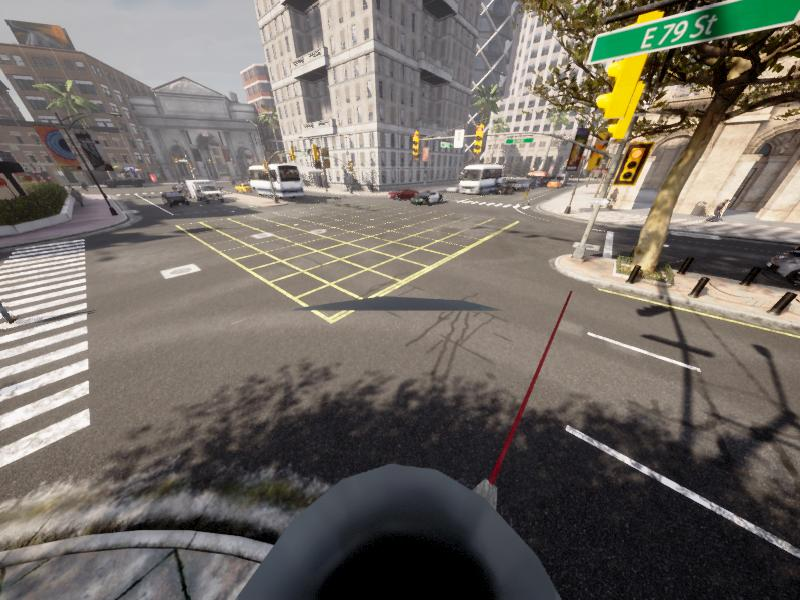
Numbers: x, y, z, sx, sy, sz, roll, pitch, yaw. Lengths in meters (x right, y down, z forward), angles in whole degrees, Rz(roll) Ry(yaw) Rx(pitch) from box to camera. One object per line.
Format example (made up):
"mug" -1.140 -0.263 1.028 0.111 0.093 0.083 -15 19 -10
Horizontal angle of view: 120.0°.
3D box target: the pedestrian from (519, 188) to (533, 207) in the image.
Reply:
"pedestrian" 14.234 -11.558 26.115 0.751 1.860 0.751 20 36 31

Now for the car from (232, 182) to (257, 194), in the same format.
"car" -27.676 -20.013 41.088 5.366 1.575 1.801 23 37 34

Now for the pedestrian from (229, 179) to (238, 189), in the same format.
"pedestrian" -34.329 -24.004 47.673 0.751 1.860 0.751 17 34 27

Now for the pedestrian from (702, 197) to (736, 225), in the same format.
"pedestrian" 24.245 -6.795 17.562 0.751 1.860 0.751 -18 35 -29

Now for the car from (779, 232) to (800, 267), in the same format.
"car" 20.631 -1.829 9.804 4.181 1.385 1.994 23 37 34

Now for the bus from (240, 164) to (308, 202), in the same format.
"bus" -18.341 -17.153 33.459 10.273 4.253 3.944 23 37 34

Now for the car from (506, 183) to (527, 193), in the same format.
"car" 21.378 -20.487 42.194 1.895 1.301 4.718 23 37 34

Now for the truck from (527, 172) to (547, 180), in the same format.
"truck" 48.390 -43.975 81.700 5.204 2.467 2.627 23 37 34

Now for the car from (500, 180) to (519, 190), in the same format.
"car" 22.866 -24.171 48.345 2.007 1.525 4.514 23 37 34

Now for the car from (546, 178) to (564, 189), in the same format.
"car" 33.211 -24.960 49.443 2.097 1.767 4.553 23 37 34

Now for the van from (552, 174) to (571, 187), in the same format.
"van" 37.843 -28.026 54.010 1.988 2.561 5.915 23 37 34

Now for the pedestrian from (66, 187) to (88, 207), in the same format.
"pedestrian" -35.306 -11.248 25.274 0.751 1.860 0.751 23 37 34

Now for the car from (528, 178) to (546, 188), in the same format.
"car" 30.644 -26.106 51.601 2.152 1.651 5.027 23 37 34

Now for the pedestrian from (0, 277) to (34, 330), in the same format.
"pedestrian" -11.478 -0.132 6.326 0.751 1.860 0.751 26 39 37

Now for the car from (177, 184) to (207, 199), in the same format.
"car" -31.092 -16.241 34.507 4.856 1.649 2.033 23 37 34

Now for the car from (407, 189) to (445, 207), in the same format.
"car" 3.211 -12.446 28.034 2.038 1.542 4.974 23 37 34

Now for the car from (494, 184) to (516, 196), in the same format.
"car" 17.189 -18.077 37.842 1.816 1.474 4.193 23 37 34

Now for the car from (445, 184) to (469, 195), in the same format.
"car" 9.884 -19.077 39.752 1.895 1.301 4.718 23 37 34

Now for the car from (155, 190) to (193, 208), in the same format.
"car" -27.136 -12.180 27.707 5.357 1.411 2.033 23 37 34

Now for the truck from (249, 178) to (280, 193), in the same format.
"truck" -25.339 -21.541 43.216 6.274 2.098 2.390 23 37 34

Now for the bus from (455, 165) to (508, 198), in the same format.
"bus" 13.630 -19.777 38.007 3.944 4.253 10.273 23 37 34

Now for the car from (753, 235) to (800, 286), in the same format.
"car" 16.907 -1.185 8.528 3.633 1.501 1.845 23 37 34

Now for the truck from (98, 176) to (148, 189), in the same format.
"truck" -59.566 -25.442 49.969 6.274 2.098 2.390 -19 35 -30

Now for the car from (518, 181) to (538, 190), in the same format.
"car" 26.001 -23.250 46.881 2.033 1.411 5.357 23 37 34

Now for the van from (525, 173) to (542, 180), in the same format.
"van" 45.987 -42.510 79.600 4.480 2.038 2.069 23 37 34

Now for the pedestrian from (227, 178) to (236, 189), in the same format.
"pedestrian" -35.092 -24.275 48.142 0.751 1.860 0.751 20 36 31

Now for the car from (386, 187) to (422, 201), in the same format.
"car" 0.522 -14.704 32.030 4.674 1.442 1.812 -15 34 -24

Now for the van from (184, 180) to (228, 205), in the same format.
"van" -25.231 -14.113 30.022 6.366 2.431 2.351 23 37 34

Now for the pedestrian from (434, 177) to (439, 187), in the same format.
"pedestrian" 7.906 -25.712 50.327 0.751 1.860 0.751 23 37 34
